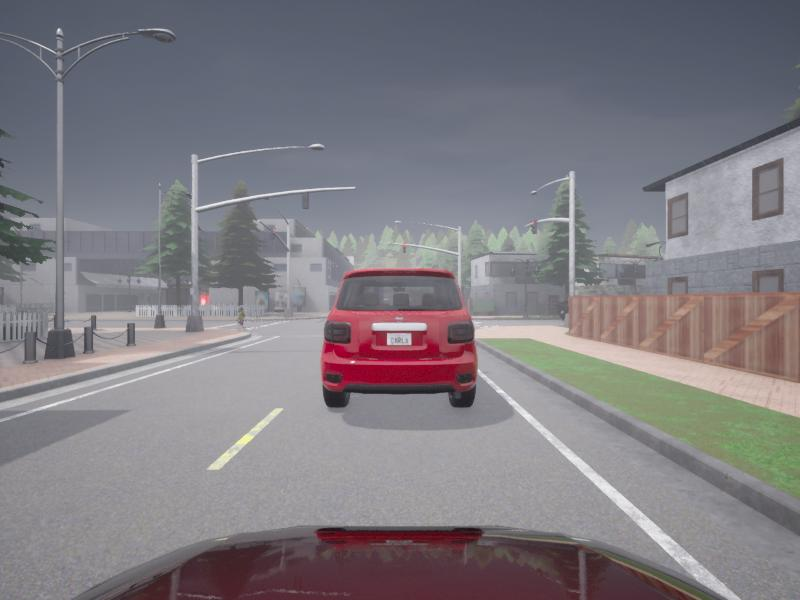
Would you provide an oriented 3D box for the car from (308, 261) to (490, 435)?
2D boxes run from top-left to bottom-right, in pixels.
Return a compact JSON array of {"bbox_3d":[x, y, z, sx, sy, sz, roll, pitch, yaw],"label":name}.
[{"bbox_3d":[-0.013,0.568,7.496,2.150,2.045,5.566,0,0,0],"label":"car"}]

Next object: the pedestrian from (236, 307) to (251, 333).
[{"bbox_3d":[-6.812,0.865,17.447,0.500,1.100,0.500,0,0,-5],"label":"pedestrian"}]

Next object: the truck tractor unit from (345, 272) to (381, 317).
[{"bbox_3d":[-3.558,-0.519,40.427,3.053,4.208,6.516,0,0,0],"label":"truck tractor unit"}]

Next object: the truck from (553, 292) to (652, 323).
[{"bbox_3d":[14.789,0.523,29.358,6.274,2.098,2.390,0,0,-9],"label":"truck"}]

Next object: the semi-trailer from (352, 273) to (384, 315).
[{"bbox_3d":[-3.555,-0.617,48.340,2.717,4.402,14.254,0,0,0],"label":"semi-trailer"}]
